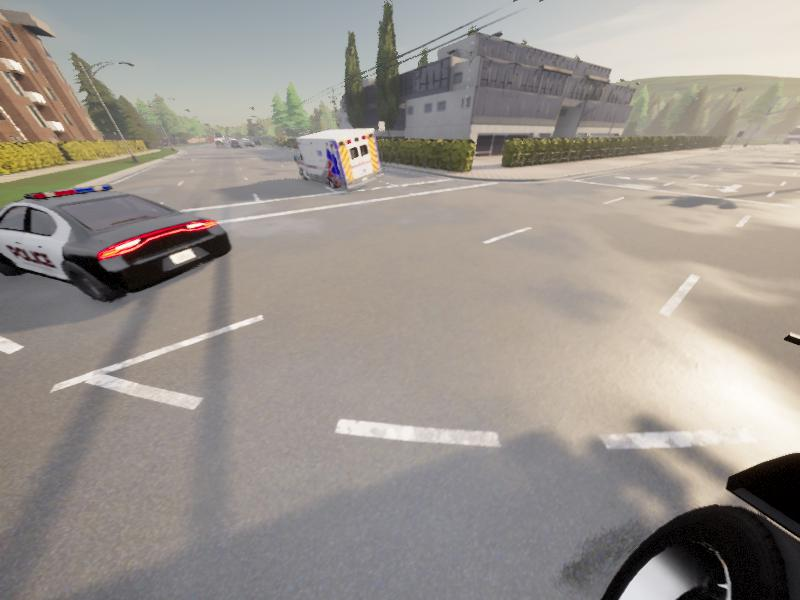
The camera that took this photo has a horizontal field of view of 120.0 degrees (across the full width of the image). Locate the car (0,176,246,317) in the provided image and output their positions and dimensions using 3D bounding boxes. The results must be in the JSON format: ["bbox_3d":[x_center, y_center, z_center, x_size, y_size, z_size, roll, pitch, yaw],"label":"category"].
[{"bbox_3d":[-6.116,-1.363,4.554,4.974,1.542,2.038,11,36,15],"label":"car"}]

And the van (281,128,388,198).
[{"bbox_3d":[-3.841,-7.885,13.000,2.351,2.431,6.366,-36,48,-26],"label":"van"}]

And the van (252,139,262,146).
[{"bbox_3d":[-48.248,-53.200,77.854,1.775,1.987,4.442,-20,40,-26],"label":"van"}]

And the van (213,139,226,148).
[{"bbox_3d":[-50.053,-43.460,64.050,2.069,2.038,4.480,-20,40,-26],"label":"van"}]
